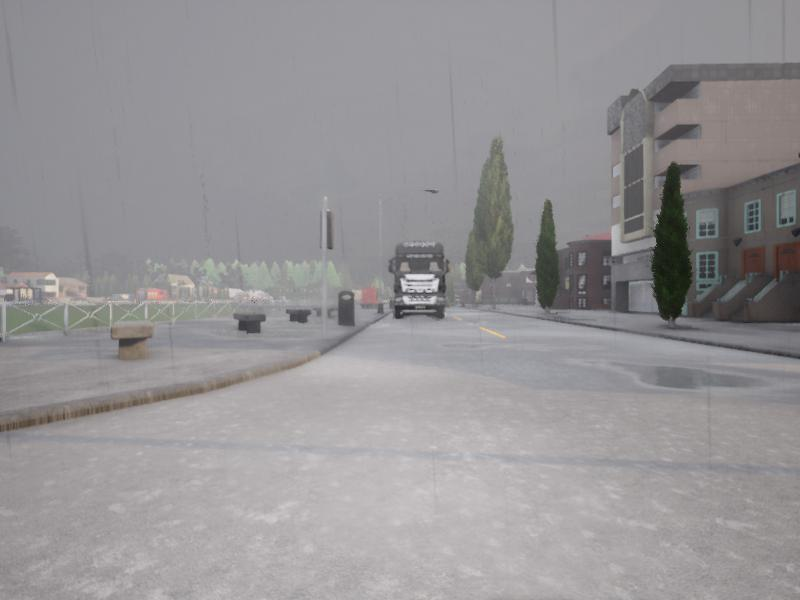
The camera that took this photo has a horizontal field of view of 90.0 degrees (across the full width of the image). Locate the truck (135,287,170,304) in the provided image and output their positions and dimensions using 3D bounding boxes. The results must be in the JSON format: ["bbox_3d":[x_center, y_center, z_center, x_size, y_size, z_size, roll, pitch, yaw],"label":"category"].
[{"bbox_3d":[-58.647,-0.961,95.111,2.891,3.827,8.468,0,0,2],"label":"truck"}]

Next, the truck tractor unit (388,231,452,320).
[{"bbox_3d":[1.029,-1.125,22.241,3.053,4.208,6.516,0,0,2],"label":"truck tractor unit"}]

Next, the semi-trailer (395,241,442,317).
[{"bbox_3d":[1.217,-1.219,30.154,2.717,4.402,14.254,0,0,1],"label":"semi-trailer"}]
